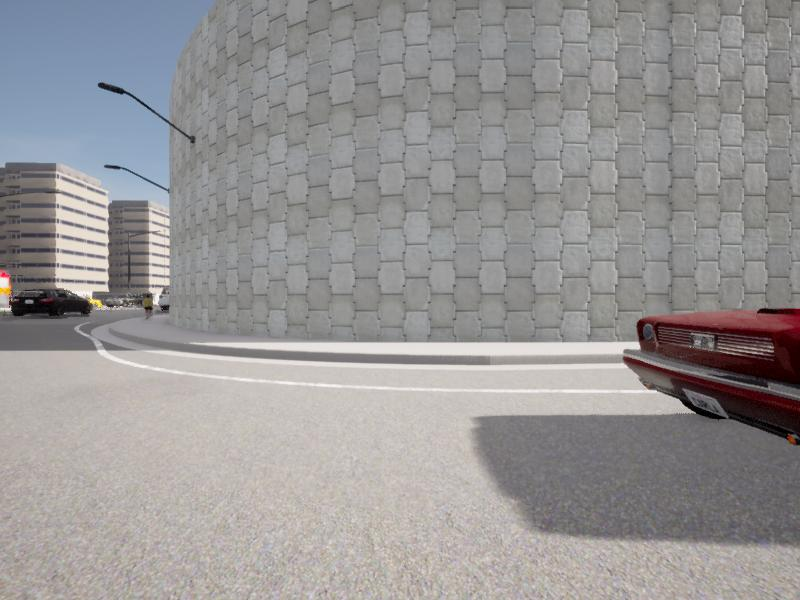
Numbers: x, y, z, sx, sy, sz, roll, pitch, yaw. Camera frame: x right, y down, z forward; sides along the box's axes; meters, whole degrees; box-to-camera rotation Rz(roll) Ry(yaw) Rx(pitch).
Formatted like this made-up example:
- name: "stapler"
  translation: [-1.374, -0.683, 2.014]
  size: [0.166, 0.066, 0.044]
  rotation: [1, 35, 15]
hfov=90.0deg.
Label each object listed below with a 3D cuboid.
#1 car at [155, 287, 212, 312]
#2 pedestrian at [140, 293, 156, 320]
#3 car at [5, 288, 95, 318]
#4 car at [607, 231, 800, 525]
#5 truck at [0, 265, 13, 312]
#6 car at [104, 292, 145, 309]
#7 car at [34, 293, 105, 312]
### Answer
- name: "car"
  translation: [-19.025, -0.033, 35.566]
  size: [2.150, 2.045, 5.566]
  rotation: [0, 0, -1]
- name: "pedestrian"
  translation: [-10.739, 0.266, 17.059]
  size: [0.500, 1.100, 0.500]
  rotation: [0, 0, -22]
- name: "car"
  translation: [-21.284, 0.156, 24.645]
  size: [2.242, 1.667, 4.611]
  rotation: [0, 0, -12]
- name: "car"
  translation: [4.152, 0.344, 2.498]
  size: [4.718, 1.301, 1.895]
  rotation: [0, 0, 2]
- name: "truck"
  translation: [-33.669, -0.921, 28.802]
  size: [2.891, 3.827, 8.468]
  rotation: [0, 0, 5]
- name: "car"
  translation: [-33.144, 0.051, 48.290]
  size: [1.932, 1.855, 4.605]
  rotation: [0, 0, -1]
- name: "car"
  translation: [-29.640, 0.201, 36.138]
  size: [1.801, 1.575, 5.366]
  rotation: [0, 0, 2]
